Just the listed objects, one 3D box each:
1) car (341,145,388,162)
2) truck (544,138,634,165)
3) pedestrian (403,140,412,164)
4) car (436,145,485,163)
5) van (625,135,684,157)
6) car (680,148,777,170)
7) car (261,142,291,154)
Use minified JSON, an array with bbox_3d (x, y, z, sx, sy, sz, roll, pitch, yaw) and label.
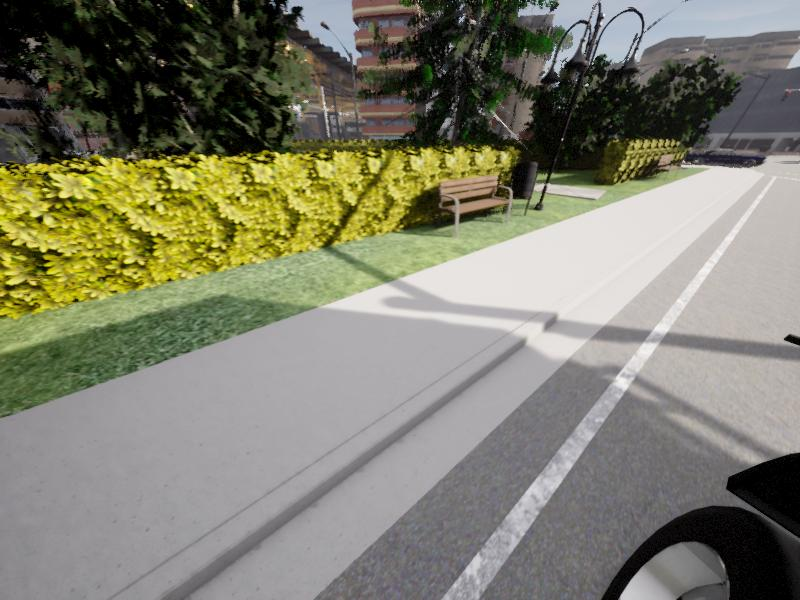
[{"bbox_3d":[-4.056,-17.181,27.017,4.902,1.511,2.128,7,36,10],"label":"car"},{"bbox_3d":[18.574,-14.982,23.229,6.274,2.098,2.390,6,36,9],"label":"truck"},{"bbox_3d":[0.669,-13.809,21.599,0.751,1.860,0.751,2,35,3],"label":"pedestrian"},{"bbox_3d":[6.530,-16.002,25.297,4.792,1.488,2.163,6,36,9],"label":"car"},{"bbox_3d":[37.176,-22.858,34.184,2.351,2.431,6.366,6,35,9],"label":"van"},{"bbox_3d":[28.461,-12.452,20.274,1.895,1.301,4.718,-26,42,-32],"label":"car"},{"bbox_3d":[-22.625,-28.104,42.536,1.930,1.638,5.238,6,36,9],"label":"car"}]
